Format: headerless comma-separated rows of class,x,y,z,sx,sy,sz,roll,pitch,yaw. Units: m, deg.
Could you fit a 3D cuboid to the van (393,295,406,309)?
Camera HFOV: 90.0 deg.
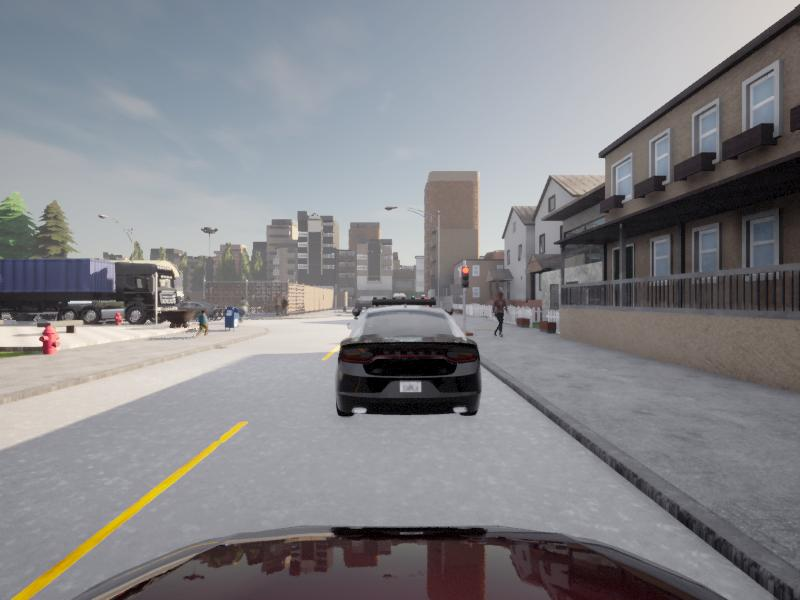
van,-0.105,0.378,73.872,2.351,2.431,6.366,0,0,0

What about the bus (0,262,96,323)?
bus,-29.299,-0.534,29.871,10.273,4.253,3.944,0,0,0

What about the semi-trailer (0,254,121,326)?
semi-trailer,-26.191,-0.618,25.915,14.254,4.402,2.717,0,0,-1

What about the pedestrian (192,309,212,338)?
pedestrian,-7.745,0.904,15.631,0.500,1.100,0.500,0,0,13

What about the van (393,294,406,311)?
van,-0.118,0.322,62.749,1.988,2.561,5.915,0,0,0

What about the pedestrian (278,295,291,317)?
pedestrian,-9.784,0.534,33.983,0.751,1.860,0.751,0,0,23

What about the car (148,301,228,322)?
car,-15.817,0.836,30.039,4.902,1.511,2.128,0,0,-1

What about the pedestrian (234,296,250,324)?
pedestrian,-10.588,0.637,26.873,0.751,1.860,0.751,0,0,2

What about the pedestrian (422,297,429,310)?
pedestrian,3.605,0.514,57.217,0.751,1.860,0.751,0,0,40

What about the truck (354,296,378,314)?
truck,-4.111,0.542,49.206,2.390,2.098,6.274,0,0,0

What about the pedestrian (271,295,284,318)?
pedestrian,-10.141,0.534,33.118,0.751,1.860,0.751,0,0,20

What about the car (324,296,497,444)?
car,0.062,0.771,7.066,1.930,1.638,5.238,0,0,-1

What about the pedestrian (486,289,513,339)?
pedestrian,3.851,0.533,15.532,0.751,1.860,0.751,0,0,-9

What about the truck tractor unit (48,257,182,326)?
truck tractor unit,-18.280,-0.515,26.011,6.516,4.208,3.053,0,0,-1
